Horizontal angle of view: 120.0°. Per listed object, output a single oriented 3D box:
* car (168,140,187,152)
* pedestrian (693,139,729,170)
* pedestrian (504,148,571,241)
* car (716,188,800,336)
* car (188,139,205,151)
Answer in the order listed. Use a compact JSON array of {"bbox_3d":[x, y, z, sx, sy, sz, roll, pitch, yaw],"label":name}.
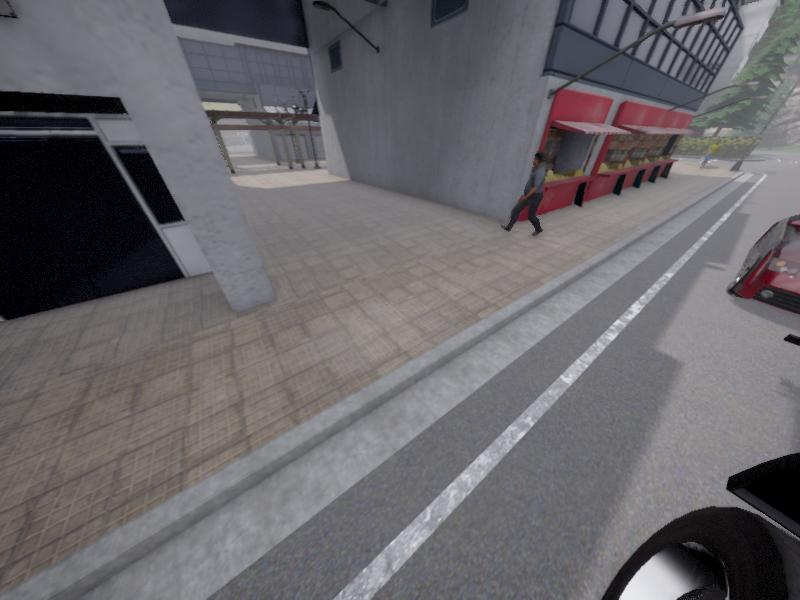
[{"bbox_3d":[-42.320,-29.474,44.066,1.932,1.855,4.605,-23,41,-29],"label":"car"},{"bbox_3d":[22.781,-10.673,16.949,0.751,1.860,0.751,-27,43,-32],"label":"pedestrian"},{"bbox_3d":[3.118,-2.465,5.459,0.751,1.860,0.751,9,36,13],"label":"pedestrian"},{"bbox_3d":[7.342,-0.671,3.615,4.181,1.385,1.994,-22,41,-28],"label":"car"},{"bbox_3d":[-40.217,-30.678,45.722,1.905,1.878,3.866,-23,41,-29],"label":"car"}]
